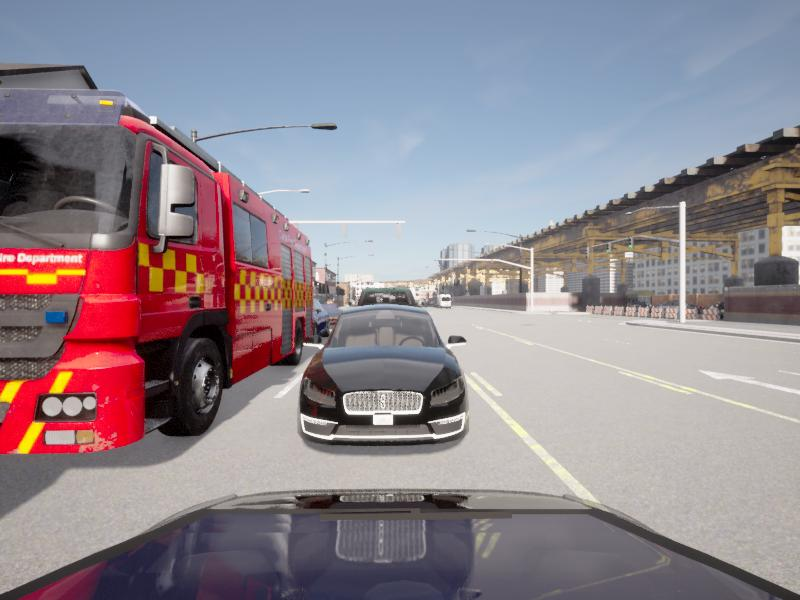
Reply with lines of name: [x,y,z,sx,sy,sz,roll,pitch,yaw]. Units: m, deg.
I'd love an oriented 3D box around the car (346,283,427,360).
car: [-0.444,0.569,13.467,2.150,2.045,5.566,0,0,-2]

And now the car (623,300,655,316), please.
car: [25.138,0.796,41.974,2.038,1.542,4.974,0,0,42]

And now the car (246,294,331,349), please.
car: [-3.999,0.694,15.235,2.097,1.767,4.553,0,0,-2]

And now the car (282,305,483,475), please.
car: [-0.220,0.845,6.104,1.837,1.490,4.892,0,0,-2]

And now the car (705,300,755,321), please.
car: [26.240,0.796,32.028,2.038,1.542,4.974,0,0,27]

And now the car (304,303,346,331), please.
car: [-4.322,0.899,23.688,2.033,1.411,5.357,0,0,-6]

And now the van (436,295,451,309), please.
van: [8.192,0.301,75.240,1.988,2.561,5.915,0,0,-2]

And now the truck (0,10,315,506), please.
truck: [-3.763,-0.320,7.296,2.891,3.827,8.468,0,0,-2]

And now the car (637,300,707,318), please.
car: [25.288,0.796,37.368,2.038,1.542,4.974,0,0,-38]
